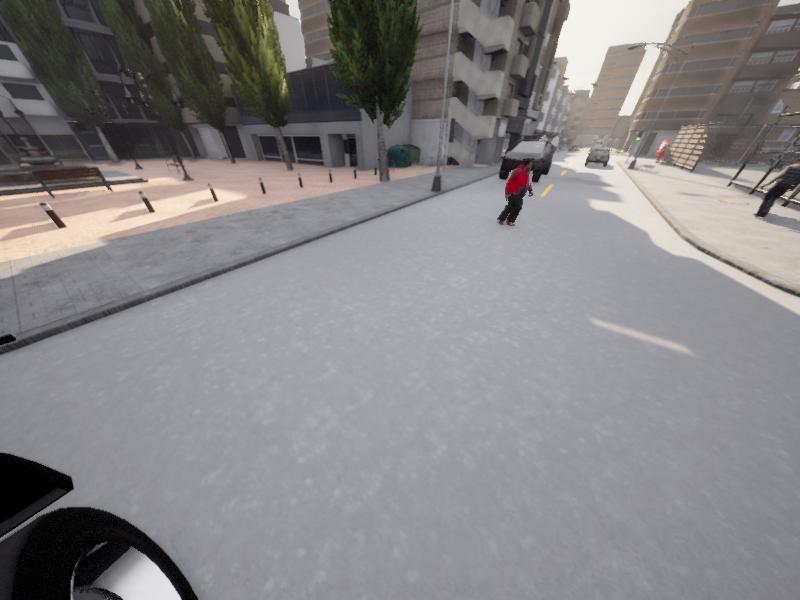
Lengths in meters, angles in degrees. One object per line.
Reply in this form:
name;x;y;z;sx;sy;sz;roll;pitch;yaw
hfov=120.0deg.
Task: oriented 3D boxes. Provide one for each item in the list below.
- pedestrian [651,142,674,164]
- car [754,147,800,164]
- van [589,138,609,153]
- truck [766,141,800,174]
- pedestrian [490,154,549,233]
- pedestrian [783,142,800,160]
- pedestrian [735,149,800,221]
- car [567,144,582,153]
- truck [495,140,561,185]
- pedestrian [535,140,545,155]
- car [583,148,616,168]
pedestrian;27.120;-15.205;23.862;0.751;1.860;0.751;-27;44;-33
car;45.228;-16.459;26.309;4.902;1.511;2.128;21;40;27
van;41.702;-32.464;48.556;2.351;2.431;6.366;22;41;28
truck;33.189;-11.510;18.619;2.069;2.038;4.478;22;41;28
pedestrian;3.300;-3.001;6.537;0.751;1.860;0.751;-20;40;-26
pedestrian;50.150;-18.827;29.182;0.751;1.860;0.751;21;40;27
pedestrian;11.998;-3.588;7.243;0.751;1.860;0.751;24;42;30
car;37.848;-32.893;50.050;1.970;1.475;3.806;22;41;28
truck;8.762;-9.443;15.555;2.390;2.098;6.274;22;40;27
pedestrian;21.857;-23.809;36.025;0.751;1.860;0.751;21;40;27
car;20.380;-14.677;23.685;2.033;1.411;5.357;22;41;28
